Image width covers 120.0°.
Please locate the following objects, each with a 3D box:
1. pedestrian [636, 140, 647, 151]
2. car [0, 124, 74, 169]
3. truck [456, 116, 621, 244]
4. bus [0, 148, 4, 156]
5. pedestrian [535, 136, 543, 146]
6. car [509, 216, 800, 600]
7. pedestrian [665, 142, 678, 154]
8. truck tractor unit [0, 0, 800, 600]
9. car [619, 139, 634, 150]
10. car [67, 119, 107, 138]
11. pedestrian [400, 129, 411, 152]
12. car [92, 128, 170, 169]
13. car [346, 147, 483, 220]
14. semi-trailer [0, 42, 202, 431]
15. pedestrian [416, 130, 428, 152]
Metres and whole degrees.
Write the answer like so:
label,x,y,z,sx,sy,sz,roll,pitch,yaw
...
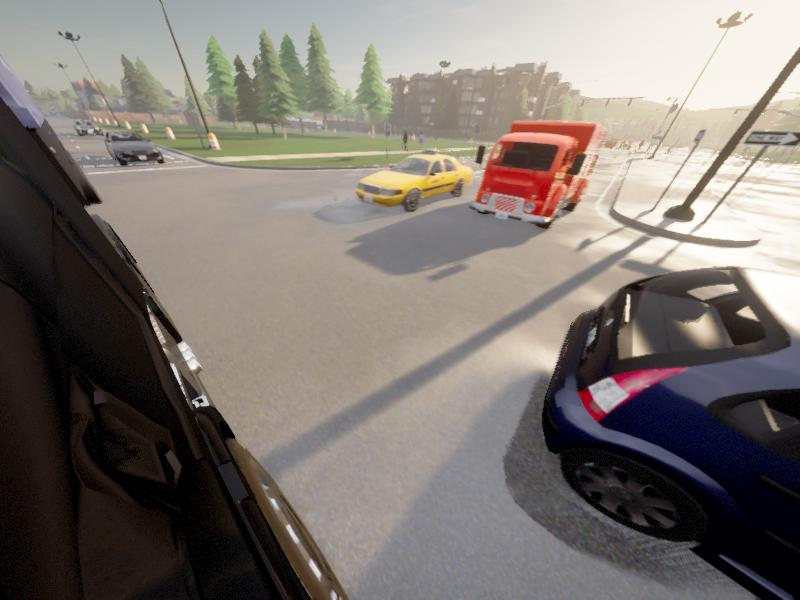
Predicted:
label,x,y,z,sx,sy,sz,roll,pitch,yaw
pedestrian,50.895,-32.634,48.650,0.751,1.860,0.751,-23,44,-31
car,-18.954,-7.912,11.743,4.902,1.511,2.128,28,44,30
truck,4.454,-4.053,7.291,2.627,2.467,5.204,29,44,30
bus,-21.611,-7.799,9.133,10.273,4.253,3.944,28,44,30
pedestrian,29.280,-33.538,48.726,0.751,1.860,0.751,31,45,32
car,3.070,1.095,1.046,3.988,1.617,1.851,28,44,30
pedestrian,53.050,-29.722,45.197,0.751,1.860,0.751,21,40,22
truck tractor unit,-2.645,-0.295,0.351,6.516,4.208,3.053,28,44,30
car,55.133,-37.876,56.208,1.905,1.878,3.866,28,44,30
car,-34.550,-18.959,25.523,3.806,1.475,1.970,28,44,30
pedestrian,0.536,-15.912,23.089,0.751,1.860,0.751,31,45,33
car,-14.719,-8.362,12.645,4.193,1.474,1.816,28,44,30
car,0.822,-4.500,8.397,1.801,1.575,5.366,29,44,30
semi-trailer,-8.701,-3.605,4.223,14.254,4.402,2.717,28,44,30
pedestrian,2.288,-16.639,24.173,0.751,1.860,0.751,32,46,33
